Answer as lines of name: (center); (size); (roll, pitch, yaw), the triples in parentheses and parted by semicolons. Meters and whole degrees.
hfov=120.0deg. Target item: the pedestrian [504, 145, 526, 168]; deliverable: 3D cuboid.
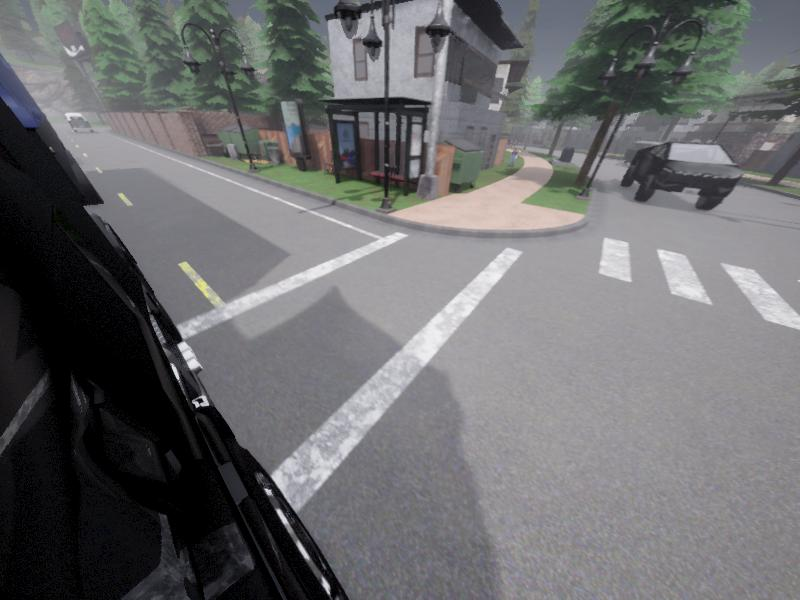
pedestrian: (8.024, -10.054, 16.188); (0.751, 1.300, 0.751); (-22, 43, -29)

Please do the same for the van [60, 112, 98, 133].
van: (-42.817, -23.597, 30.780); (4.480, 2.038, 2.069); (28, 44, 30)

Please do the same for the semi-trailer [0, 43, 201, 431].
semi-trailer: (-8.694, -3.606, 4.235); (14.254, 4.402, 2.717); (28, 44, 30)

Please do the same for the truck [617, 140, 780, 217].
truck: (12.285, -5.804, 10.405); (2.390, 2.098, 6.274); (22, 41, 23)

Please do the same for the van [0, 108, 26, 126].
van: (-59.012, -26.586, 33.537); (2.069, 2.038, 4.480); (27, 43, 29)

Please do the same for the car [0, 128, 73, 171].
car: (-18.292, -7.475, 11.344); (4.181, 1.385, 1.994); (28, 44, 29)

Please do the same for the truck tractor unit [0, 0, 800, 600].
truck tractor unit: (-2.645, -0.295, 0.352); (6.516, 4.208, 3.053); (28, 44, 30)

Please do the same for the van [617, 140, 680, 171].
van: (22.274, -13.200, 21.015); (1.775, 1.987, 4.442); (13, 38, 14)
